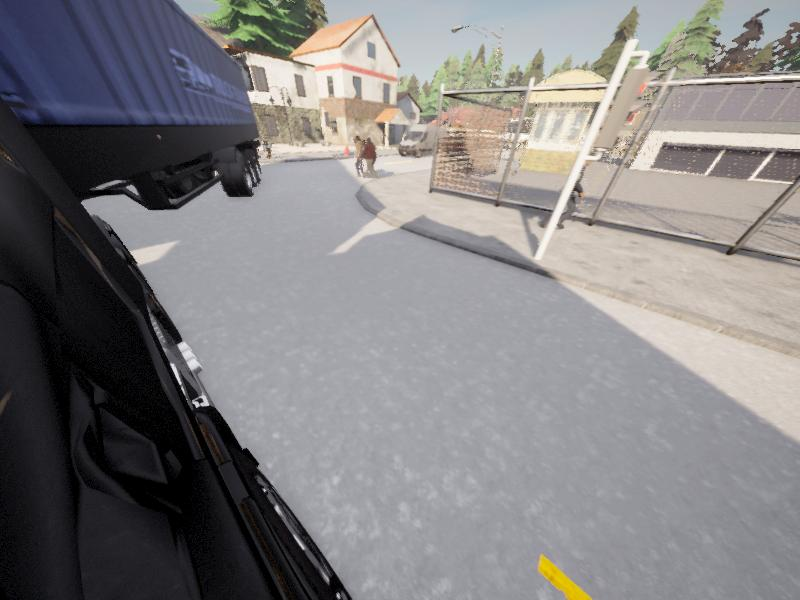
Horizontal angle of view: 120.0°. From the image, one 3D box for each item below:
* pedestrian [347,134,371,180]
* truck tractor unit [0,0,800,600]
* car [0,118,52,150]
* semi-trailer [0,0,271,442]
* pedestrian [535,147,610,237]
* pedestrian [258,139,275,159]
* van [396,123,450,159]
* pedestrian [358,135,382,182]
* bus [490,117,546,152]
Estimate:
[{"bbox_3d":[-2.040,-7.172,11.586,0.751,1.860,0.751,27,43,29],"label":"pedestrian"},{"bbox_3d":[-2.645,-0.295,0.351,6.516,4.208,3.053,28,44,30],"label":"truck tractor unit"},{"bbox_3d":[-27.635,-12.109,16.739,5.238,1.638,1.930,26,43,28],"label":"car"},{"bbox_3d":[-6.052,-4.609,5.750,2.717,4.402,14.254,-10,39,-16],"label":"semi-trailer"},{"bbox_3d":[4.236,-2.667,5.773,0.751,1.860,0.751,27,43,29],"label":"pedestrian"},{"bbox_3d":[-9.036,-10.211,15.654,0.500,1.100,0.500,10,37,9],"label":"pedestrian"},{"bbox_3d":[2.342,-15.515,22.573,1.988,2.561,5.915,28,43,30],"label":"van"},{"bbox_3d":[-1.425,-6.858,11.204,0.751,1.860,0.751,29,44,31],"label":"pedestrian"},{"bbox_3d":[19.502,-28.240,39.392,3.944,4.253,10.273,2,37,-1],"label":"bus"}]
